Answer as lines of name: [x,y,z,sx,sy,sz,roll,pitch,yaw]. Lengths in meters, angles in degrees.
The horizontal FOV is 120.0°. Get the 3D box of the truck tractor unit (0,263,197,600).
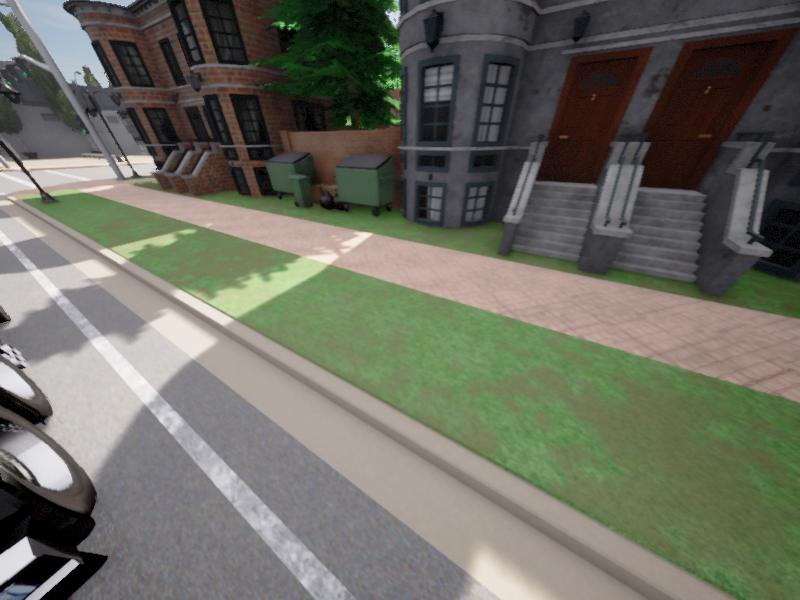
truck tractor unit: [-5.111,-0.301,0.779,6.516,4.208,3.053,18,39,24]

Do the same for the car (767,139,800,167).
car: [38.311,-13.537,21.243,2.150,2.045,5.566,16,38,21]
